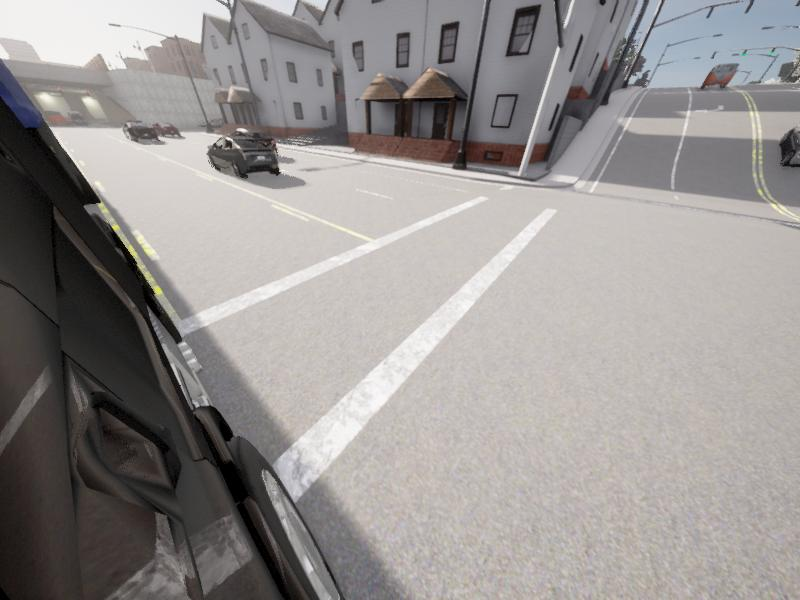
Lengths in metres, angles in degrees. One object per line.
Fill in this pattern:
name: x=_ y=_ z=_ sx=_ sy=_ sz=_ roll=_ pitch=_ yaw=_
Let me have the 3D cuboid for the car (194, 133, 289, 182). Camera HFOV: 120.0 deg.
car: x=-7.747 y=-7.057 z=11.274 sx=4.514 sy=1.525 sz=2.007 roll=28 pitch=44 yaw=30

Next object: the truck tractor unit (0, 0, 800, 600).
truck tractor unit: x=-2.645 y=-0.295 z=0.351 sx=6.516 sy=4.208 sz=3.053 roll=28 pitch=44 yaw=30

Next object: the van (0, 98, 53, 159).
van: x=-22.920 y=-10.084 z=13.438 sx=5.915 sy=2.561 sz=1.988 roll=28 pitch=44 yaw=30

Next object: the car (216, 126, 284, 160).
car: x=-10.925 y=-11.491 z=16.850 sx=4.611 sy=1.667 sz=2.242 roll=29 pitch=44 yaw=30

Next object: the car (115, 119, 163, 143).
car: x=-25.953 y=-16.808 z=22.943 sx=5.238 sy=1.638 sz=1.930 roll=28 pitch=44 yaw=29

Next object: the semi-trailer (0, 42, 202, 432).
semi-trailer: x=-8.720 y=-3.602 z=4.189 sx=14.254 sy=4.402 sz=2.717 roll=28 pitch=44 yaw=29

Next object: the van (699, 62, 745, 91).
van: x=33.362 y=-23.308 z=24.108 sx=1.775 sy=1.987 sz=4.442 roll=28 pitch=52 yaw=30

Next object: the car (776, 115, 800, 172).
car: x=23.187 y=-8.760 z=12.777 sx=1.970 sy=1.475 sz=3.806 roll=27 pitch=65 yaw=29

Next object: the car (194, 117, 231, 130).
car: x=-36.319 y=-34.331 z=44.864 sx=2.038 sy=1.542 sz=4.974 roll=28 pitch=49 yaw=29

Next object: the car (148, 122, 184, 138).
car: x=-29.226 y=-21.274 z=28.838 sx=4.674 sy=1.442 sz=1.812 roll=27 pitch=43 yaw=29
